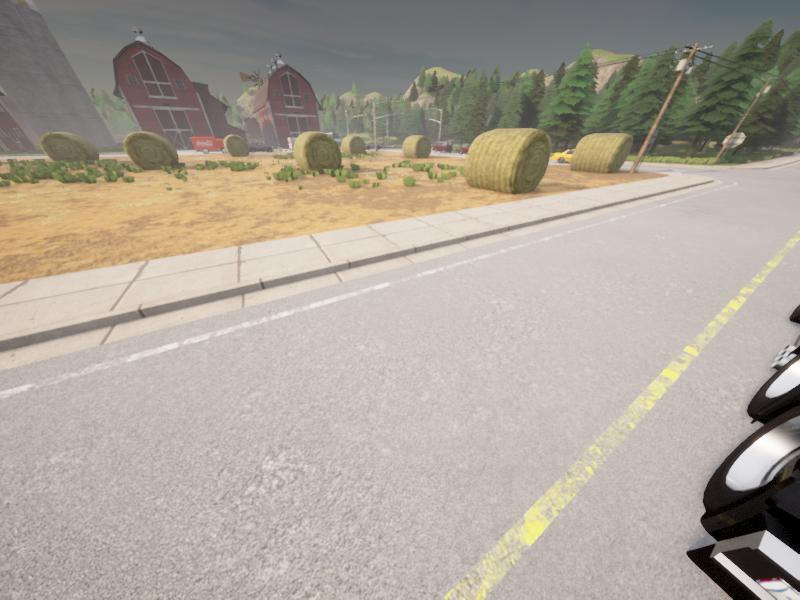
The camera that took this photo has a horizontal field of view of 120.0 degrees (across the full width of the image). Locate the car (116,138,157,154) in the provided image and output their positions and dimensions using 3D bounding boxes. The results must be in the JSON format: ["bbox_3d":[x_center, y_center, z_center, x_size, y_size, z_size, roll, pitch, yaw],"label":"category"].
[{"bbox_3d":[-45.452,-26.653,40.006,1.905,1.878,3.866,13,38,8],"label":"car"}]

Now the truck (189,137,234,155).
[{"bbox_3d":[-32.207,-26.514,39.669,5.204,2.467,2.627,-21,40,-27],"label":"truck"}]

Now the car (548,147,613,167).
[{"bbox_3d":[20.358,-16.391,26.340,1.801,1.575,5.366,-20,40,-26],"label":"car"}]

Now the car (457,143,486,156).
[{"bbox_3d":[12.693,-27.004,41.331,2.097,1.767,4.553,-20,40,-26],"label":"car"}]

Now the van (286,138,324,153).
[{"bbox_3d":[-19.213,-31.429,46.852,6.366,2.431,2.351,-21,40,-27],"label":"van"}]

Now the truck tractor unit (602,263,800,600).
[{"bbox_3d":[5.111,-0.300,0.789,6.516,4.208,3.053,-18,39,-24],"label":"truck tractor unit"}]

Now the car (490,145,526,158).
[{"bbox_3d":[16.811,-23.225,36.169,2.007,1.525,4.514,-20,40,-26],"label":"car"}]

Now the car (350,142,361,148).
[{"bbox_3d":[-13.375,-46.447,69.246,1.789,1.549,3.705,-20,40,-26],"label":"car"}]

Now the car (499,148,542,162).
[{"bbox_3d":[16.337,-19.856,31.533,1.895,1.301,4.718,-20,40,-26],"label":"car"}]

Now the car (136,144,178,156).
[{"bbox_3d":[-38.325,-23.747,36.587,4.181,1.385,1.994,-21,41,-27],"label":"car"}]
